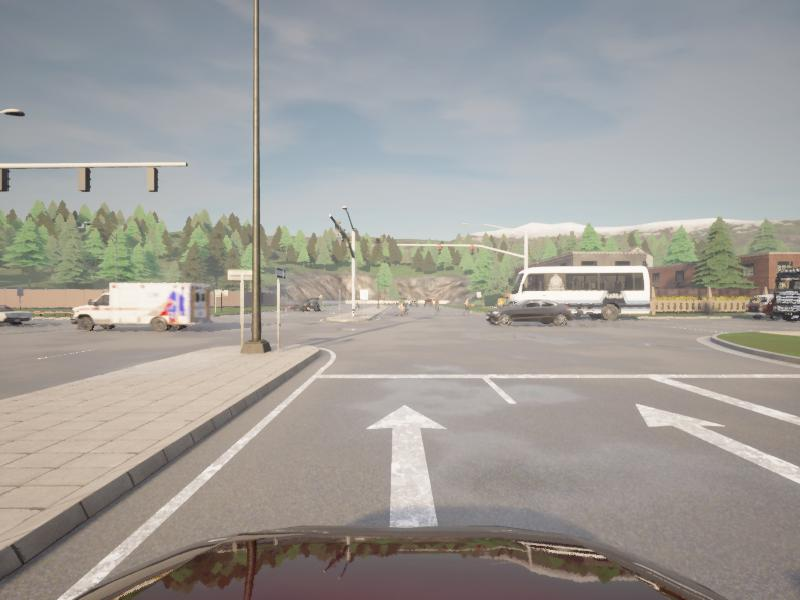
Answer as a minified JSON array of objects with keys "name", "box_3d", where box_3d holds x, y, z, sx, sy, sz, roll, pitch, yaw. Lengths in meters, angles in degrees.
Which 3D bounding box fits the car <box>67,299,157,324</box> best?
[{"name":"car","box_3d":[-19.770,0.756,27.655,4.611,1.667,2.242,0,0,-1]}]

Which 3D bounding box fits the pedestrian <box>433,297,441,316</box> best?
[{"name":"pedestrian","box_3d":[3.674,0.637,39.446,0.751,1.860,0.751,0,0,4]}]

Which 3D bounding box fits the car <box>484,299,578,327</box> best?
[{"name":"car","box_3d":[7.885,0.780,24.491,5.027,1.651,2.152,0,0,-1]}]

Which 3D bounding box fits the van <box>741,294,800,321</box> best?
[{"name":"van","box_3d":[30.207,0.571,31.764,4.480,2.038,2.069,0,0,-1]}]

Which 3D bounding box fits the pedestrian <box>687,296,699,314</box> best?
[{"name":"pedestrian","box_3d":[30.595,0.485,41.760,0.751,1.860,0.751,0,0,1]}]

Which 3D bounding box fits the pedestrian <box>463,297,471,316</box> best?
[{"name":"pedestrian","box_3d":[6.537,0.637,38.870,0.751,1.860,0.751,0,0,7]}]

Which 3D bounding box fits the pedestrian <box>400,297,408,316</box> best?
[{"name":"pedestrian","box_3d":[0.396,0.637,39.191,0.751,1.860,0.751,0,0,-5]}]

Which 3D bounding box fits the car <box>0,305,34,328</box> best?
[{"name":"car","box_3d":[-25.258,0.944,24.089,4.718,1.301,1.895,0,0,-1]}]

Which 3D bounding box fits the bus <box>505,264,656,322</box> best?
[{"name":"bus","box_3d":[13.968,-0.534,31.938,10.273,4.253,3.944,0,0,6]}]

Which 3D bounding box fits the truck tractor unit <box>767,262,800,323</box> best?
[{"name":"truck tractor unit","box_3d":[30.602,-0.515,28.257,6.516,4.208,3.053,0,0,0]}]

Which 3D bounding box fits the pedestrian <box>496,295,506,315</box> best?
[{"name":"pedestrian","box_3d":[9.749,0.462,38.587,0.751,1.860,0.751,0,0,4]}]

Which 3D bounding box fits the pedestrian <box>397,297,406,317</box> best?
[{"name":"pedestrian","box_3d":[0.146,0.637,37.417,0.751,1.860,0.751,0,0,2]}]

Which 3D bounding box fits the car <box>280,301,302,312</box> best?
[{"name":"car","box_3d":[-15.106,0.870,55.811,1.812,1.442,4.674,0,0,0]}]

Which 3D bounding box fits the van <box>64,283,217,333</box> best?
[{"name":"van","box_3d":[-13.235,0.378,20.737,6.366,2.431,2.351,0,0,-1]}]

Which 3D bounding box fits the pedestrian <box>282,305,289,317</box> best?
[{"name":"pedestrian","box_3d":[-10.666,1.017,37.256,0.500,1.100,0.500,0,0,-6]}]

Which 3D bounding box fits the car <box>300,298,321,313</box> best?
[{"name":"car","box_3d":[-11.599,0.646,52.296,1.905,1.878,3.866,0,0,0]}]
